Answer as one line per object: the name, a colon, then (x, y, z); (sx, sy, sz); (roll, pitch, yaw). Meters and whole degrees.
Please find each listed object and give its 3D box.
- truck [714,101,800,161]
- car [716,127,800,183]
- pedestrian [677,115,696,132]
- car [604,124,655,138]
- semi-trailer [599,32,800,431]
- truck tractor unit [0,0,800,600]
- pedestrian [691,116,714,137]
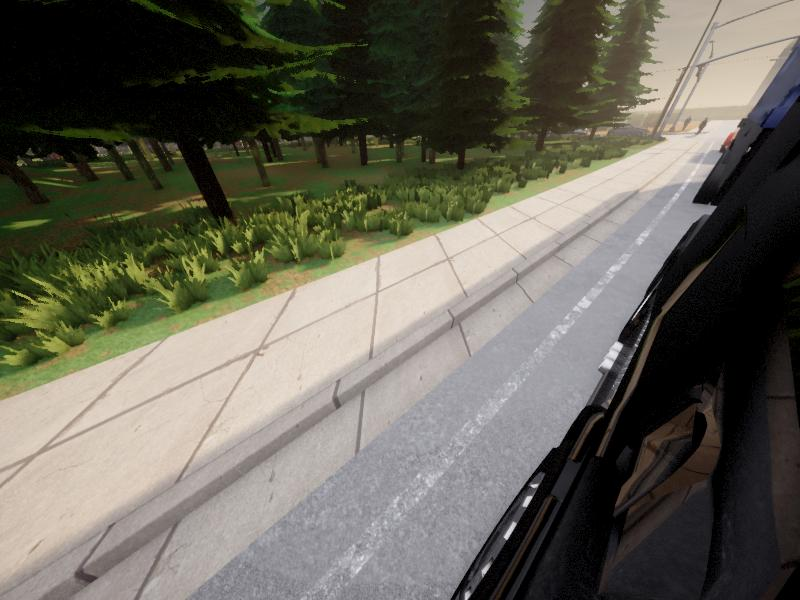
truck: (21.377, -9.911, 13.487); (5.204, 2.467, 2.627); (-30, 44, -31)
car: (15.883, -6.350, 9.892); (4.902, 1.511, 2.128); (-29, 44, -30)
pedestrian: (40.188, -24.764, 32.392); (0.751, 1.860, 0.751); (17, 41, 24)
car: (29.389, -21.736, 29.762); (1.994, 1.385, 4.181); (-29, 44, -30)
semi-trailer: (8.644, -3.642, 4.279); (14.254, 4.402, 2.717); (-29, 44, -30)
truck tractor unit: (2.645, -0.295, 0.351); (6.516, 4.208, 3.053); (-28, 44, -30)
pedestrian: (34.200, -19.605, 26.144); (0.751, 1.860, 0.751); (-23, 41, -25)
